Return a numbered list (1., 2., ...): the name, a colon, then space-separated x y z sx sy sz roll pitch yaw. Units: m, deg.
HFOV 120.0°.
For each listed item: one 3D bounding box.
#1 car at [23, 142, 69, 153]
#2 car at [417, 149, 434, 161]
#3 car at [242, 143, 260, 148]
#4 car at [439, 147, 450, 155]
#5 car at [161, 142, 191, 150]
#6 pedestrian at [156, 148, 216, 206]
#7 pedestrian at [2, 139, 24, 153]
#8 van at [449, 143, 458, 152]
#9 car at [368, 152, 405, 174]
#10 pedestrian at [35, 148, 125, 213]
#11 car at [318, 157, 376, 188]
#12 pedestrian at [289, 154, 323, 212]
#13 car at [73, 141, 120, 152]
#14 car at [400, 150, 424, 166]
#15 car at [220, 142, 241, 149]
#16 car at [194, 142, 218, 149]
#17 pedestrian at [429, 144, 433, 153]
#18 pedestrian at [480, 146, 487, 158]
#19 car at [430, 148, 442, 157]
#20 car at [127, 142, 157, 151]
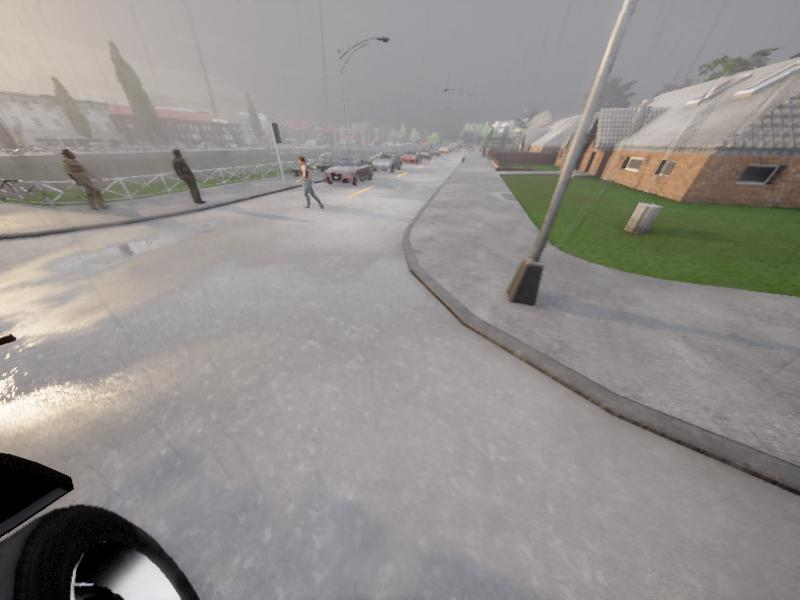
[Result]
1. car: -62.594 -27.086 40.926 1.970 1.475 3.806 10 35 13
2. car: 4.086 -23.304 37.029 1.816 1.474 4.193 10 35 12
3. car: -50.109 -52.089 77.823 1.882 1.535 5.008 10 35 12
4. car: 11.038 -37.219 57.537 1.882 1.535 5.008 10 35 12
5. car: -56.625 -39.094 58.527 1.930 1.638 5.238 10 35 12
6. pedestrian: -8.115 -4.706 8.872 0.751 1.860 0.751 8 35 10
7. pedestrian: -62.574 -24.920 37.369 0.751 1.860 0.751 1 34 0
8. van: 18.094 -51.680 78.106 2.351 2.431 6.366 10 35 12
9. car: -1.131 -12.905 21.616 2.007 1.525 4.514 10 35 12
10. pedestrian: -10.636 -4.006 7.799 0.751 1.860 0.751 -7 35 -11
11. car: -3.269 -8.570 15.348 1.994 1.385 4.181 10 35 12
12. pedestrian: -3.523 -4.447 8.821 0.751 1.860 0.751 -7 35 -11
13. car: -60.748 -30.848 46.339 1.930 1.638 5.238 10 35 12
14. car: 1.607 -18.375 29.699 2.007 1.525 4.514 10 35 12
15. car: -52.296 -47.737 71.343 2.038 1.542 4.974 10 35 12
16. car: -54.444 -43.459 64.972 2.033 1.649 4.856 10 35 12
17. pedestrian: 8.016 -39.020 59.588 0.751 1.860 0.751 15 37 19
18. pedestrian: 15.422 -27.293 42.584 0.751 1.860 0.751 7 35 9
19. car: 7.326 -29.804 46.587 1.845 1.501 3.633 10 35 12
20. car: -58.649 -34.968 52.598 1.970 1.475 3.806 10 35 12
